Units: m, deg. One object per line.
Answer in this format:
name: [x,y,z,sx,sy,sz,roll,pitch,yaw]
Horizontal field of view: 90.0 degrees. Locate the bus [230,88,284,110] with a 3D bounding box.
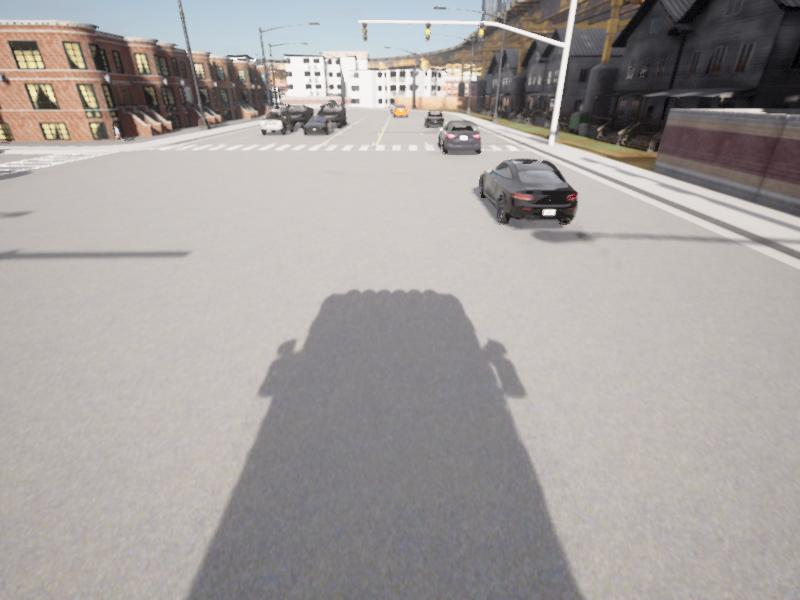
bus: [-31.812,-45.019,89.537,10.273,4.253,3.944,1,27,2]

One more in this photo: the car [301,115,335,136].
car: [-6.918,-14.862,34.024,1.994,1.385,4.181,0,27,0]

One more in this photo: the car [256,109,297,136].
car: [-10.419,-15.183,34.095,1.932,1.855,4.605,0,27,0]

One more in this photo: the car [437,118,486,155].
car: [3.548,-9.901,24.037,2.242,1.667,4.611,0,27,0]

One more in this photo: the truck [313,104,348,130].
truck: [-6.897,-18.707,40.707,2.390,2.098,6.274,0,27,0]

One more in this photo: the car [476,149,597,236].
car: [3.507,-3.250,11.350,1.812,1.442,4.674,0,27,0]

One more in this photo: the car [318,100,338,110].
car: [-16.139,-43.852,89.869,3.866,1.878,1.905,11,29,21]

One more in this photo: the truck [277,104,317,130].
truck: [-10.397,-18.792,40.874,2.390,2.098,6.274,0,27,0]

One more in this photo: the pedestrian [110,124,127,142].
pedestrian: [-18.839,-11.158,26.750,0.500,1.100,0.500,14,30,25]

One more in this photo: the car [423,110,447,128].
car: [3.604,-19.115,42.130,2.128,1.511,4.902,0,27,0]

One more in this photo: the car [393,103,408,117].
car: [0.044,-28.561,60.199,2.097,1.767,4.553,-1,27,-2]

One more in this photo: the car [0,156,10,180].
car: [-18.349,-5.249,15.216,4.792,1.488,2.163,4,27,7]
